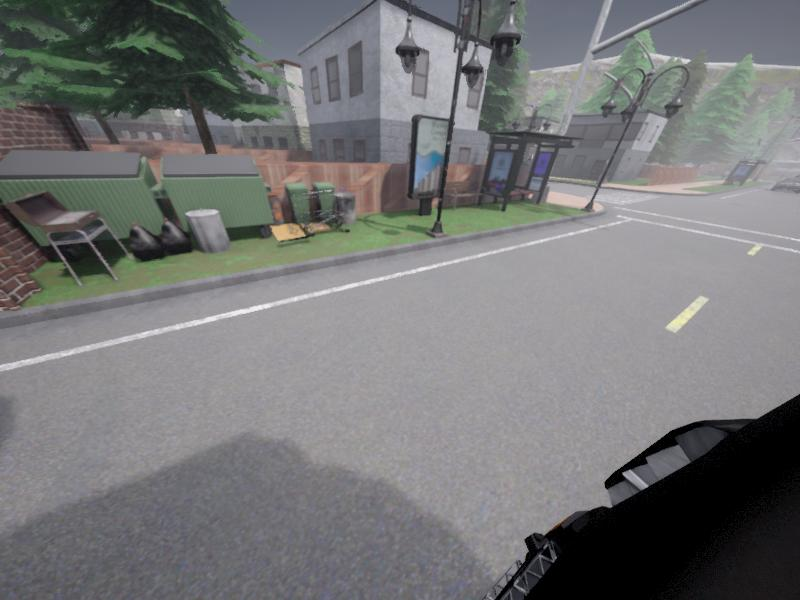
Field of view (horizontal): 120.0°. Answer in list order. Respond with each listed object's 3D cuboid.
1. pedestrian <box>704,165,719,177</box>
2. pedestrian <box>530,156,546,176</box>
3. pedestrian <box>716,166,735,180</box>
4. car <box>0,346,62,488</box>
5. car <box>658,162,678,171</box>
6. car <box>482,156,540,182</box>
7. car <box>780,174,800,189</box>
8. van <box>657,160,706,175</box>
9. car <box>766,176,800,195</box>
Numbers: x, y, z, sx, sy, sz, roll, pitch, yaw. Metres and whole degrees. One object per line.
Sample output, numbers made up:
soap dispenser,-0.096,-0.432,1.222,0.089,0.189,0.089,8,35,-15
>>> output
pedestrian,59.028,-24.436,43.765,0.751,1.860,0.751,-14,37,-24
pedestrian,15.607,-15.180,26.204,0.751,1.860,0.751,-18,39,-29
pedestrian,50.553,-19.648,35.852,0.751,1.860,0.751,-13,37,-23
car,-4.740,1.367,0.150,4.514,1.525,2.007,-16,38,-27
car,69.815,-34.704,60.242,4.605,1.855,1.932,-17,39,-28
car,11.002,-13.343,23.344,1.932,1.855,4.605,-22,41,-33
car,54.212,-16.029,31.213,5.027,1.651,2.152,-16,38,-27
van,64.200,-30.304,52.863,2.351,2.431,6.366,-17,38,-28
car,42.307,-12.434,25.004,5.357,1.411,2.033,-16,38,-27
